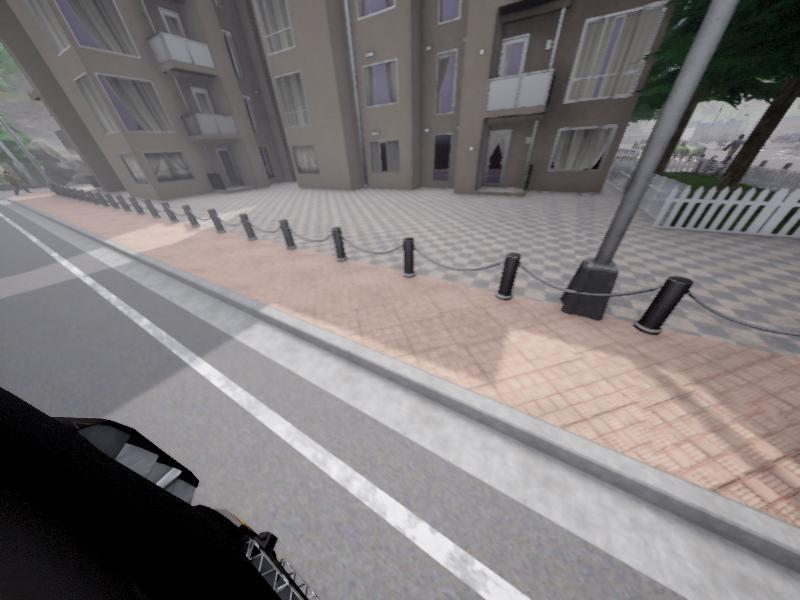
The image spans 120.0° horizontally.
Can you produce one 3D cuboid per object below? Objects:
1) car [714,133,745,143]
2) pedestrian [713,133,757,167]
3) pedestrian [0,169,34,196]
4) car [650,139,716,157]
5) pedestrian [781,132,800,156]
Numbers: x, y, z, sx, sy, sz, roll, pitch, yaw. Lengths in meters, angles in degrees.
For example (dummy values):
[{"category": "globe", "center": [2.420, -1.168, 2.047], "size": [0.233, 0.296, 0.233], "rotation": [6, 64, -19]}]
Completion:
[{"category": "car", "center": [75.412, -37.164, 52.994], "size": [2.152, 1.636, 5.027], "rotation": [15, 37, 25]}, {"category": "pedestrian", "center": [22.349, -9.986, 15.453], "size": [0.751, 1.860, 0.751], "rotation": [15, 37, 25]}, {"category": "pedestrian", "center": [-30.791, -9.421, 18.484], "size": [0.751, 1.860, 0.751], "rotation": [15, 37, 25]}, {"category": "car", "center": [33.371, -18.111, 27.533], "size": [2.007, 1.525, 4.514], "rotation": [-5, 34, -4]}, {"category": "pedestrian", "center": [37.734, -14.776, 21.841], "size": [0.751, 1.860, 0.751], "rotation": [12, 36, 22]}]
